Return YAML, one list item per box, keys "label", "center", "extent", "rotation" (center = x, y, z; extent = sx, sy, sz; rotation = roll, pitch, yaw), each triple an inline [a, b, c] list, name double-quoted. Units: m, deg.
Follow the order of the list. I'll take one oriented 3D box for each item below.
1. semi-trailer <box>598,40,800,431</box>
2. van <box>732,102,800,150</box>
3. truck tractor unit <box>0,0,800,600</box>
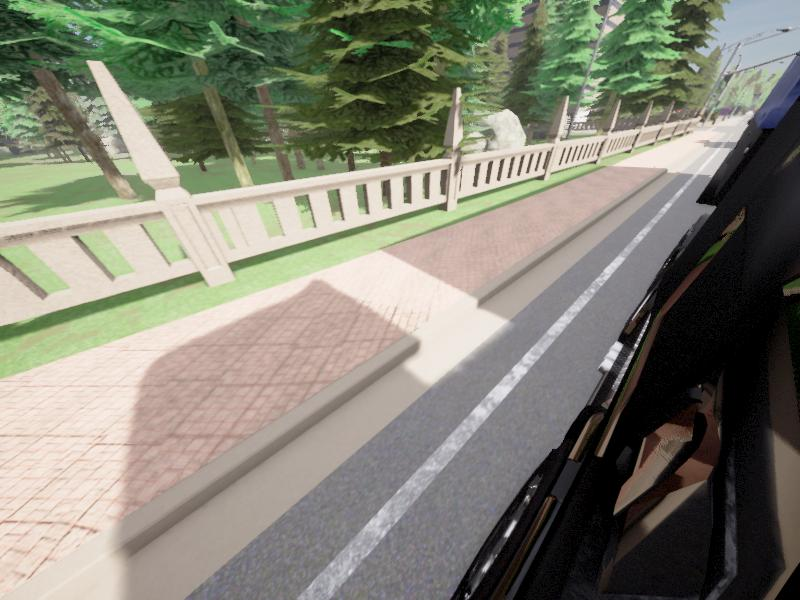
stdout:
- label: "semi-trailer"
  center: [8.684, -3.626, 4.226]
  extent: [14.254, 4.402, 2.717]
  rotation: [-28, 44, -30]
- label: "van"
  center: [26.486, -12.396, 16.367]
  extent: [6.366, 2.431, 2.351]
  rotation: [-28, 44, -30]
- label: "truck tractor unit"
  center: [2.645, -0.295, 0.352]
  extent: [6.516, 4.208, 3.053]
  rotation: [-28, 44, -30]
